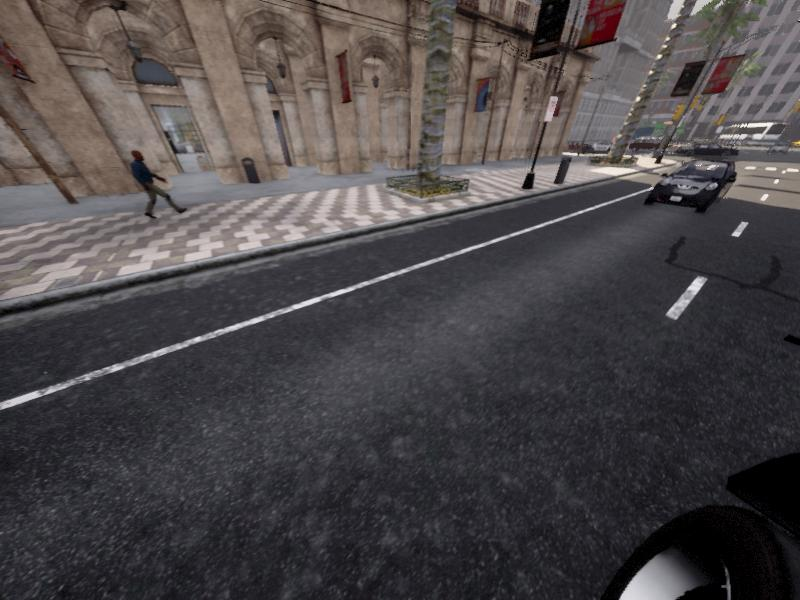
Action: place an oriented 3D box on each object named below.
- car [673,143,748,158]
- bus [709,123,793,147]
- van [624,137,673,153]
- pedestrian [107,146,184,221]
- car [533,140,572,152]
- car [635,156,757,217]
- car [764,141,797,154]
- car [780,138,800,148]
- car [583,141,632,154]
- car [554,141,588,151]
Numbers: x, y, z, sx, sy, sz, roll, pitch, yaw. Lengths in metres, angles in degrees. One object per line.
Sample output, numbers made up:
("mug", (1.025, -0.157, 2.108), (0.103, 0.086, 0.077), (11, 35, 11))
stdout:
("car", (38.258, -18.691, 28.790), (5.357, 1.411, 2.033), (27, 43, 32))
("bus", (80.689, -38.346, 53.760), (3.944, 4.253, 10.273), (5, 36, 6))
("van", (39.059, -24.516, 36.436), (2.069, 2.038, 4.480), (-24, 42, -29))
("pedestrian", (-7.415, -3.446, 6.878), (0.751, 1.860, 0.751), (-23, 41, -28))
("car", (26.825, -27.308, 40.846), (1.801, 1.575, 5.366), (-22, 41, -28))
("car", (11.106, -4.400, 8.697), (3.633, 1.501, 1.845), (-22, 41, -27))
("car", (54.240, -21.781, 32.929), (3.633, 1.501, 1.845), (-23, 41, -28))
("car", (82.585, -32.207, 47.405), (1.801, 1.575, 5.366), (10, 37, 14))
("car", (31.522, -23.389, 35.330), (2.038, 1.542, 4.974), (-22, 41, -28))
("car", (30.561, -27.622, 41.449), (1.994, 1.385, 4.181), (-22, 41, -27))
